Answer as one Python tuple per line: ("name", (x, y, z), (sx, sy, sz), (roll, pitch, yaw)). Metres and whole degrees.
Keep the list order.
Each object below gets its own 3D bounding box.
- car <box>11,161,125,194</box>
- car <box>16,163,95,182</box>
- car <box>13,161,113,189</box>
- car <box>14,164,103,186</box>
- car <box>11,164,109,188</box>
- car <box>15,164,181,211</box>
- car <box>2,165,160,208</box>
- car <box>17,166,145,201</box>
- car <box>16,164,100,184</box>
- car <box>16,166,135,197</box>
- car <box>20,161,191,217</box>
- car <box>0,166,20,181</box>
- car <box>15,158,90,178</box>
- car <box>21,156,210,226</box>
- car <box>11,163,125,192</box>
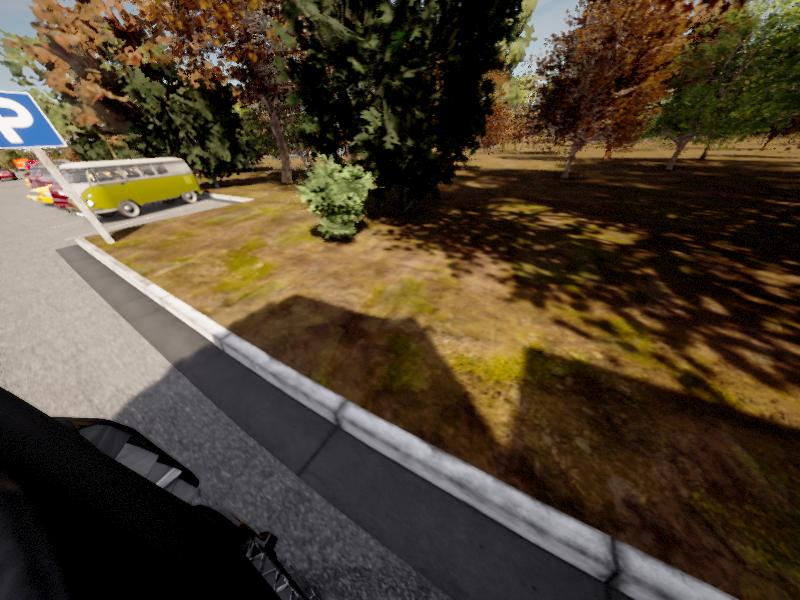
("car", (-26.179, -9.915, 18.563), (2.185, 1.767, 4.553), (6, 36, 14))
("car", (-42.975, -16.109, 29.042), (2.097, 1.535, 5.008), (8, 36, 16))
("car", (-31.008, -11.701, 21.521), (2.185, 1.767, 4.553), (7, 36, 14))
("car", (-35.829, -13.325, 24.516), (2.163, 1.488, 4.792), (8, 36, 14))
("car", (-33.431, -12.467, 23.037), (2.097, 1.535, 5.008), (7, 36, 15))
("car", (-16.299, -6.537, 13.123), (1.946, 1.575, 5.366), (6, 35, 13))
("car", (-18.850, -7.167, 14.231), (1.946, 1.575, 5.366), (6, 35, 13))
("car", (-21.272, -8.078, 15.816), (2.002, 1.452, 4.674), (6, 35, 13))
("car", (-38.211, -14.269, 26.066), (2.163, 1.488, 4.792), (7, 36, 15))
("car", (-23.723, -8.931, 17.241), (2.002, 1.452, 4.674), (6, 35, 13))
("car", (-13.876, -5.688, 11.488), (2.185, 1.767, 4.553), (5, 35, 12))
("car", (-55.474, -17.649, 32.256), (3.988, 1.617, 1.851), (22, 42, 31))
("car", (-52.400, -20.098, 35.094), (2.435, 2.045, 5.566), (8, 36, 16))
("car", (-11.406, -4.905, 9.985), (1.878, 1.987, 4.442), (6, 35, 12))
("car", (-28.549, -10.806, 20.253), (1.946, 1.575, 5.366), (7, 36, 14))
